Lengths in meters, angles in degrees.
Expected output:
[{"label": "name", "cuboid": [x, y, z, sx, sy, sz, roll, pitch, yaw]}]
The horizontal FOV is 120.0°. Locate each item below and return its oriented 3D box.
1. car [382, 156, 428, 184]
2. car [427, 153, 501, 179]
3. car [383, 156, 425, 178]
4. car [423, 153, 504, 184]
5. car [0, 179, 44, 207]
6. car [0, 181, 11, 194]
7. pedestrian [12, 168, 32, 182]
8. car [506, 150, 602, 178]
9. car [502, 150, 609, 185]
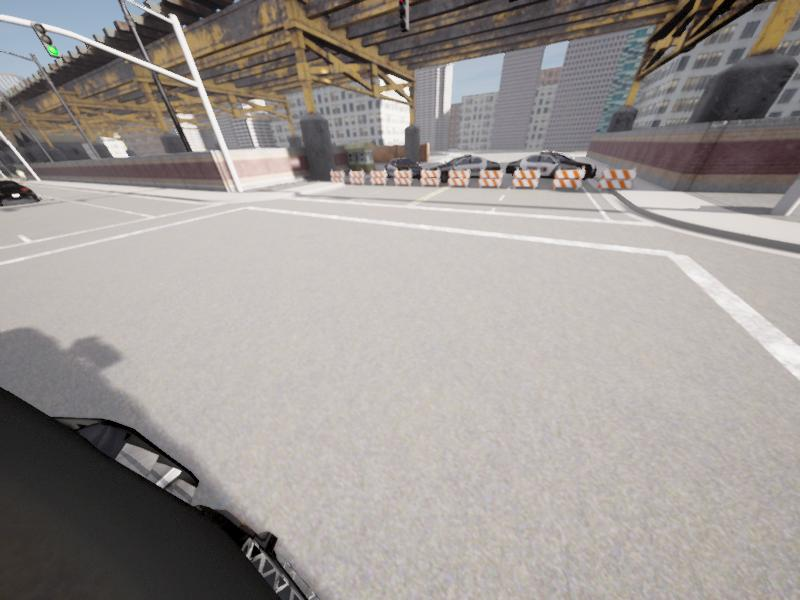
[{"label": "car", "cuboid": [0.226, -10.318, 18.107, 2.038, 1.542, 4.974, -12, 35, -14]}, {"label": "car", "cuboid": [4.320, -9.393, 16.101, 4.536, 1.218, 1.853, -6, 34, -5]}, {"label": "car", "cuboid": [0.203, -10.476, 18.062, 1.853, 1.218, 4.536, -12, 35, -14]}, {"label": "car", "cuboid": [4.276, -9.255, 16.183, 4.974, 1.542, 2.038, -6, 34, -5]}, {"label": "car", "cuboid": [-28.351, -7.801, 16.683, 4.674, 1.442, 1.812, 14, 37, 24]}, {"label": "car", "cuboid": [-42.312, -11.582, 23.283, 4.611, 1.667, 2.242, 15, 37, 25]}, {"label": "pedestrian", "cuboid": [-59.604, -19.704, 36.427, 0.751, 1.860, 0.751, 14, 37, 24]}, {"label": "car", "cuboid": [9.328, -8.562, 14.452, 1.853, 1.218, 4.536, -21, 38, -26]}, {"label": "car", "cuboid": [9.363, -8.408, 14.502, 2.038, 1.542, 4.974, -21, 38, -26]}]
